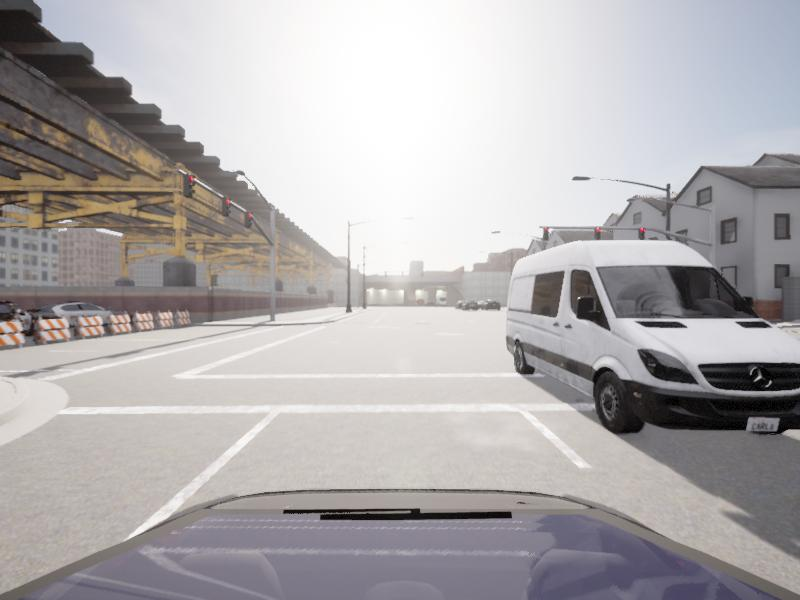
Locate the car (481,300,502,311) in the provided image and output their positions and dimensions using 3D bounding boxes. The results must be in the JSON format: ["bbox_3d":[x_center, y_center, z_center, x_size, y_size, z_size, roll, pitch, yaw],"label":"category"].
[{"bbox_3d":[13.999,0.762,61.626,2.242,1.667,4.611,0,0,0],"label":"car"}]

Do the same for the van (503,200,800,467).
[{"bbox_3d":[3.497,0.323,6.794,1.988,2.561,5.915,0,0,0],"label":"van"}]

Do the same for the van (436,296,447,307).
[{"bbox_3d":[9.980,0.310,96.538,1.988,2.561,5.915,0,0,-1],"label":"van"}]

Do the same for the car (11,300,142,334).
[{"bbox_3d":[-16.734,0.798,21.052,2.038,1.542,4.974,0,0,29],"label":"car"}]

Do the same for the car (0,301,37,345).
[{"bbox_3d":[-15.944,0.798,15.685,2.038,1.542,4.974,0,0,-36],"label":"car"}]

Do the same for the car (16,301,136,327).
[{"bbox_3d":[-16.758,0.641,21.006,1.853,1.218,4.536,0,0,29],"label":"car"}]

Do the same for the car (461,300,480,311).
[{"bbox_3d":[10.501,0.834,60.043,2.007,1.525,4.514,0,0,0],"label":"car"}]

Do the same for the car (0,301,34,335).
[{"bbox_3d":[-15.975,0.640,15.727,1.853,1.218,4.536,0,0,-36],"label":"car"}]
